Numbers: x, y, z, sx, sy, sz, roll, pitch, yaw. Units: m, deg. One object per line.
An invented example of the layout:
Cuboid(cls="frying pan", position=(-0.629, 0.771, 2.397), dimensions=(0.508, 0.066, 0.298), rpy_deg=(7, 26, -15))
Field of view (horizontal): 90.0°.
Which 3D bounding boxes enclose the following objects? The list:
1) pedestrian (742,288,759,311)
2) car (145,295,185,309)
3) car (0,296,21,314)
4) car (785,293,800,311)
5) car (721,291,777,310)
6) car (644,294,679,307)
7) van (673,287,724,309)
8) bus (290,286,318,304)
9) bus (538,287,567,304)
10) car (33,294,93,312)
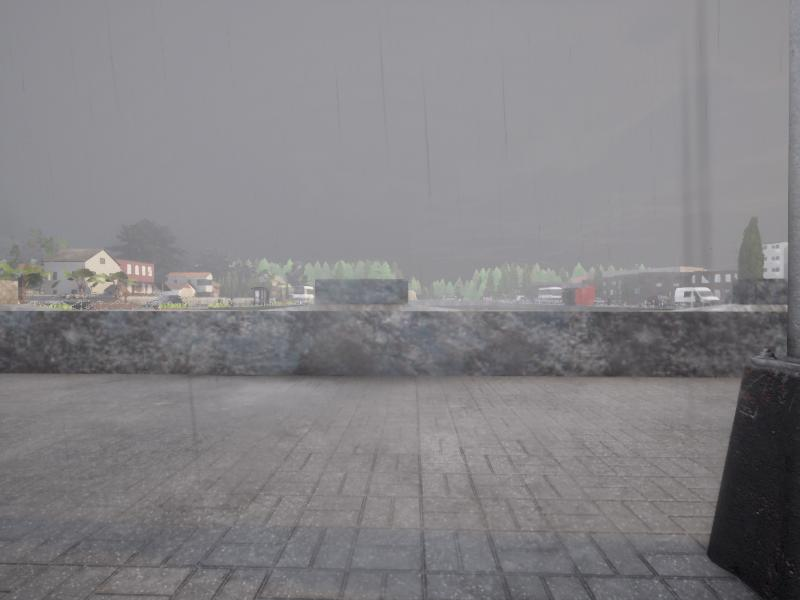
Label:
Cuboid(cls="pedestrian", position=(28.132, -0.053, 32.134), dimensions=(0.751, 1.860, 0.751), rpy_deg=(0, 0, 2))
Cuboid(cls="car", position=(-28.903, 0.177, 49.373), dimensions=(2.033, 1.649, 4.856), rpy_deg=(0, 0, 2))
Cuboid(cls="car", position=(-29.630, 0.344, 27.856), dimensions=(1.895, 1.301, 4.718), rpy_deg=(0, 0, 2))
Cuboid(cls="car", position=(36.340, 0.201, 34.239), dimensions=(1.801, 1.575, 5.366), rpy_deg=(0, 0, 2))
Cuboid(cls="car", position=(36.603, 0.052, 42.120), dimensions=(1.932, 1.855, 4.605), rpy_deg=(0, 0, 2))
Cuboid(cls="car", position=(37.100, 0.094, 56.978), dimensions=(2.097, 1.767, 4.553), rpy_deg=(0, 0, 2))
Cuboid(cls="van", position=(36.850, -0.278, 49.652), dimensions=(1.988, 2.561, 5.915), rpy_deg=(0, 0, 2))
Cuboid(cls="bus", position=(-23.376, -1.139, 98.039), dimensions=(3.944, 4.253, 10.273), rpy_deg=(0, 0, 2))
Cuboid(cls="bus", position=(38.728, -1.139, 102.040), dimensions=(3.944, 4.253, 10.273), rpy_deg=(0, 0, 2))
Cuboid(cls="car", position=(-29.383, 0.253, 35.023), dimensions=(1.970, 1.475, 3.806), rpy_deg=(0, 0, 2))
